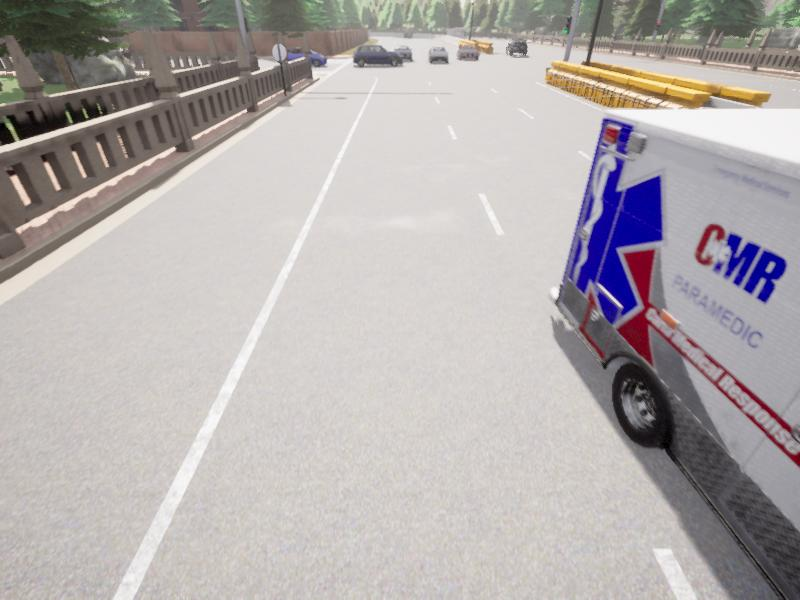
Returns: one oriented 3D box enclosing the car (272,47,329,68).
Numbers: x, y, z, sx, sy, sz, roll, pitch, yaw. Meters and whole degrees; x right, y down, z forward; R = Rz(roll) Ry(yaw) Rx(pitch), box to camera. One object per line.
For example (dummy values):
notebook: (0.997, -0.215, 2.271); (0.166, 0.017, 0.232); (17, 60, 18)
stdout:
car: (-8.834, -21.747, 35.812); (4.514, 1.525, 2.007); (-1, 34, -1)

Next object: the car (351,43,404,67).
car: (-2.044, -22.318, 36.409); (4.553, 1.767, 2.097); (-5, 35, -8)

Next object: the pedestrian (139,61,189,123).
pedestrian: (-8.320, -7.352, 14.188); (0.751, 1.860, 0.751); (1, 34, 2)

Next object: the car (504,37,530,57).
car: (14.413, -31.374, 49.562); (1.932, 1.855, 4.605); (2, 35, 1)

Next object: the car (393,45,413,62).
car: (0.304, -26.073, 42.268); (1.994, 1.385, 4.181); (0, 34, 0)

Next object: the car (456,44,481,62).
car: (7.300, -26.561, 42.981); (1.994, 1.385, 4.181); (0, 34, 0)

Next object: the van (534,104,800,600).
van: (3.170, 0.845, 1.825); (2.351, 2.431, 6.366); (-3, 33, -5)

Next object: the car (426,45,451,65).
car: (3.784, -24.491, 39.937); (2.033, 1.411, 5.357); (0, 34, 0)
